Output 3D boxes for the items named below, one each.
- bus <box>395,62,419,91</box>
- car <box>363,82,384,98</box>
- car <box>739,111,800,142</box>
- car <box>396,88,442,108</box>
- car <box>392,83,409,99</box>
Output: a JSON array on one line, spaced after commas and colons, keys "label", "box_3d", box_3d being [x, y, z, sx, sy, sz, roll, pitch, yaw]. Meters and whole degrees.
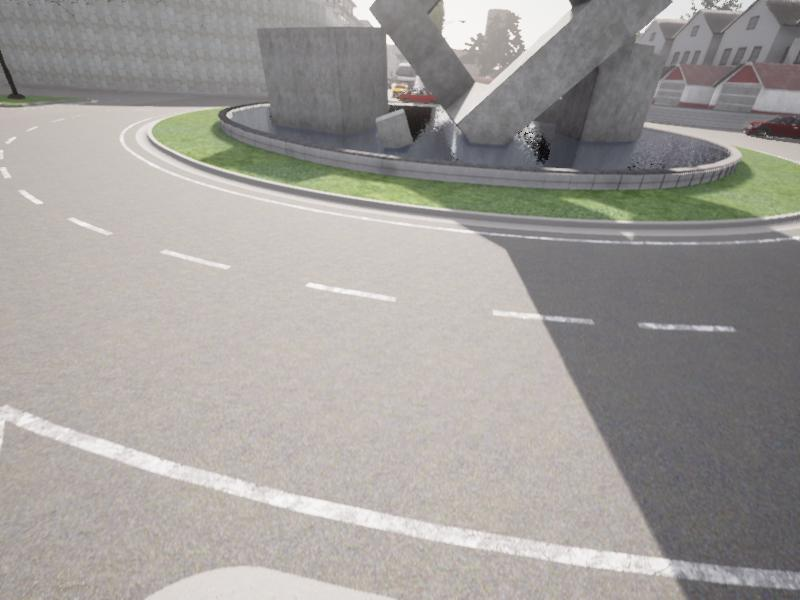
[{"label": "bus", "box_3d": [1.452, -42.866, 76.617, 3.944, 4.253, 10.273, 4, 30, 0]}, {"label": "car", "box_3d": [-3.412, -27.611, 52.500, 2.152, 1.651, 5.027, 4, 30, 1]}, {"label": "car", "box_3d": [30.503, -13.834, 31.978, 4.553, 1.767, 2.097, 14, 31, 17]}, {"label": "car", "box_3d": [1.915, -20.939, 41.371, 4.514, 1.525, 2.007, 1, 30, -4]}, {"label": "car", "box_3d": [0.059, -27.487, 52.571, 1.882, 1.535, 5.008, 4, 30, 1]}]
